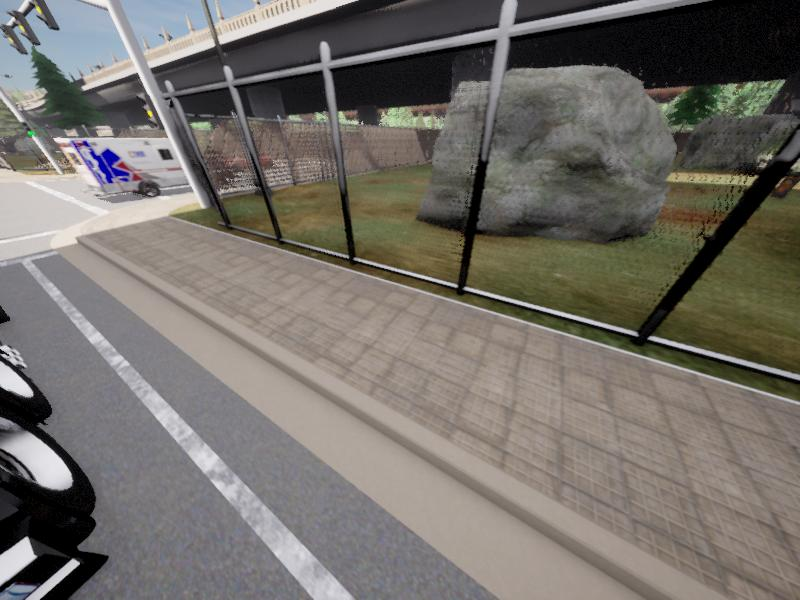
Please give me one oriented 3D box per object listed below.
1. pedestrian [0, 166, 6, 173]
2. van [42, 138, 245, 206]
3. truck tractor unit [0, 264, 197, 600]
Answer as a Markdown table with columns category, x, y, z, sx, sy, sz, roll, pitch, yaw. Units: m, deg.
| category | x | y | z | sx | sy | sz | roll | pitch | yaw |
| --- | --- | --- | --- | --- | --- | --- | --- | --- | --- |
| pedestrian | -33.567 | -11.144 | 18.838 | 0.751 | 1.300 | 0.751 | 14 | 37 | 20 |
| van | -12.431 | -7.031 | 12.179 | 2.351 | 2.431 | 6.366 | 18 | 39 | 24 |
| truck tractor unit | -5.110 | -0.302 | 0.777 | 6.516 | 4.208 | 3.053 | 18 | 39 | 24 |
